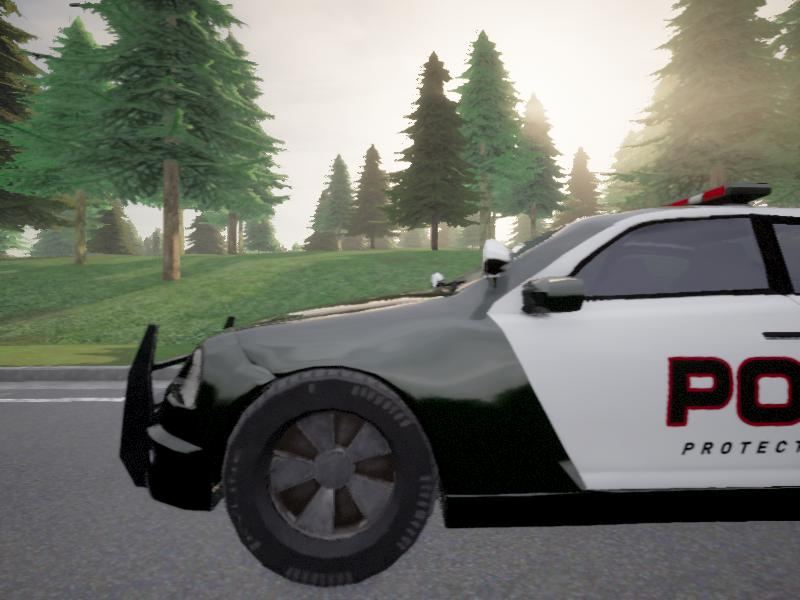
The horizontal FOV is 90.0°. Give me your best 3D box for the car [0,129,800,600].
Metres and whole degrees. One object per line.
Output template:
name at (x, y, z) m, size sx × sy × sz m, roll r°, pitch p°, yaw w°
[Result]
car at (1.201, 0.224, 2.343) m, size 4.974 × 1.542 × 2.038 m, roll 0°, pitch 0°, yaw -1°
